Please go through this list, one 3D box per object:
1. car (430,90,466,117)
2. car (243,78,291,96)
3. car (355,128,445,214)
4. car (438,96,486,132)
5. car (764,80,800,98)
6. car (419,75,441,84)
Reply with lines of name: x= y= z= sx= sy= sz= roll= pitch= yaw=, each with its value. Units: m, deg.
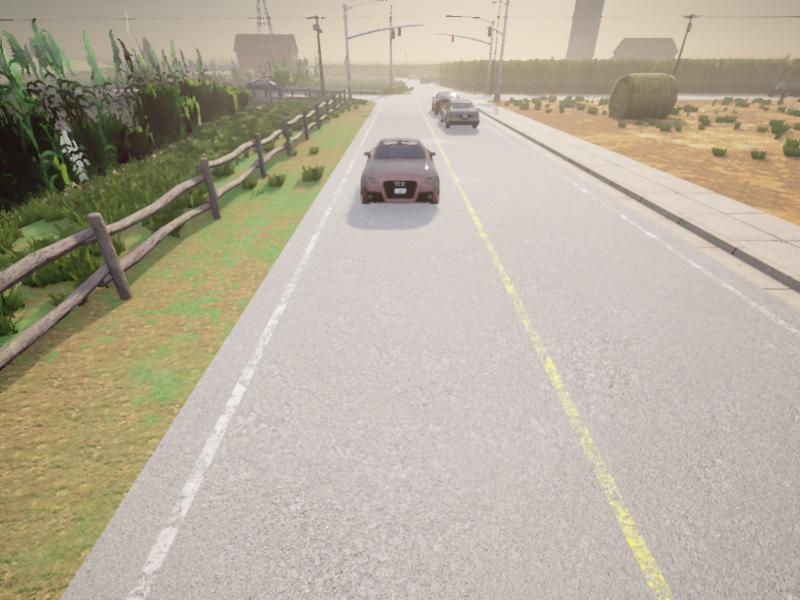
car: x=3.506 y=-14.872 z=30.091 sx=2.163 sy=1.488 sz=4.792 roll=0 pitch=30 yaw=0
car: x=-14.791 y=-23.823 z=44.770 sx=4.674 sy=1.442 sz=1.812 roll=4 pitch=30 yaw=1
car: x=0.004 y=-3.723 z=11.071 sx=1.994 sy=1.385 sz=4.181 roll=0 pitch=30 yaw=0
car: x=3.506 y=-11.123 z=23.744 sx=2.033 sy=1.411 sz=5.357 roll=0 pitch=30 yaw=0
car: x=45.325 y=-24.246 z=45.947 sx=4.553 sy=1.767 sz=2.097 roll=-2 pitch=30 yaw=-3
car: x=6.441 y=-47.648 z=86.403 sx=2.163 sy=1.488 sz=4.792 roll=24 pitch=38 yaw=34
